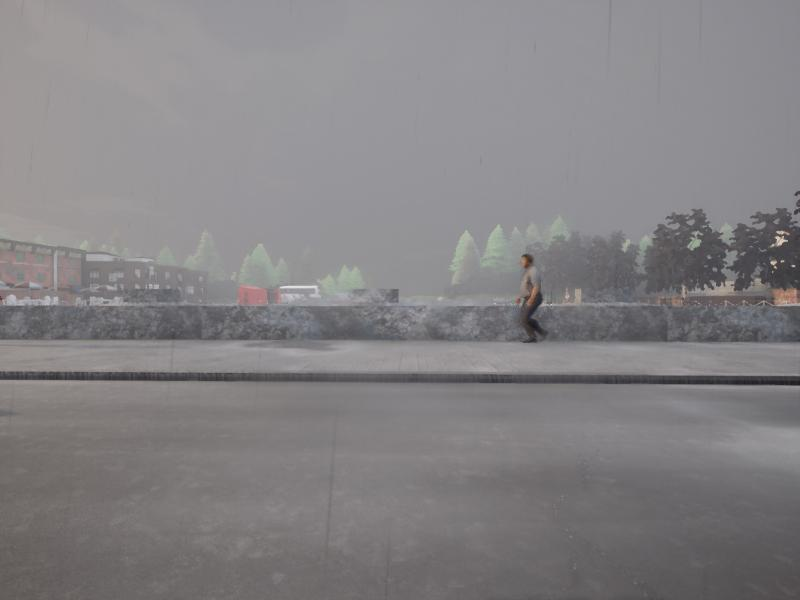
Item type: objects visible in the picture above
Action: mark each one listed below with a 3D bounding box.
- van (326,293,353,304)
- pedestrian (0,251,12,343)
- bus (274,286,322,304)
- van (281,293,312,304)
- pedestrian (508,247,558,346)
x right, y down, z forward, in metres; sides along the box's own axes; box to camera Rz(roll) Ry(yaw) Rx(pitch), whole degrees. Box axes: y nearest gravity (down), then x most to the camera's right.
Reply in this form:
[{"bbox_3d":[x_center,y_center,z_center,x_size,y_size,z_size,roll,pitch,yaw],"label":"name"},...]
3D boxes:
[{"bbox_3d":[-14.112,-0.300,93.671,5.915,2.561,1.988,0,0,2],"label":"van"},{"bbox_3d":[-8.493,-0.067,7.992,0.751,1.860,0.751,0,0,1],"label":"pedestrian"},{"bbox_3d":[-23.899,-1.139,93.867,10.273,4.253,3.944,0,0,2],"label":"bus"},{"bbox_3d":[-23.280,-0.227,89.964,6.366,2.431,2.351,0,0,2],"label":"van"},{"bbox_3d":[2.598,-0.067,7.881,0.751,1.860,0.751,0,0,1],"label":"pedestrian"}]
